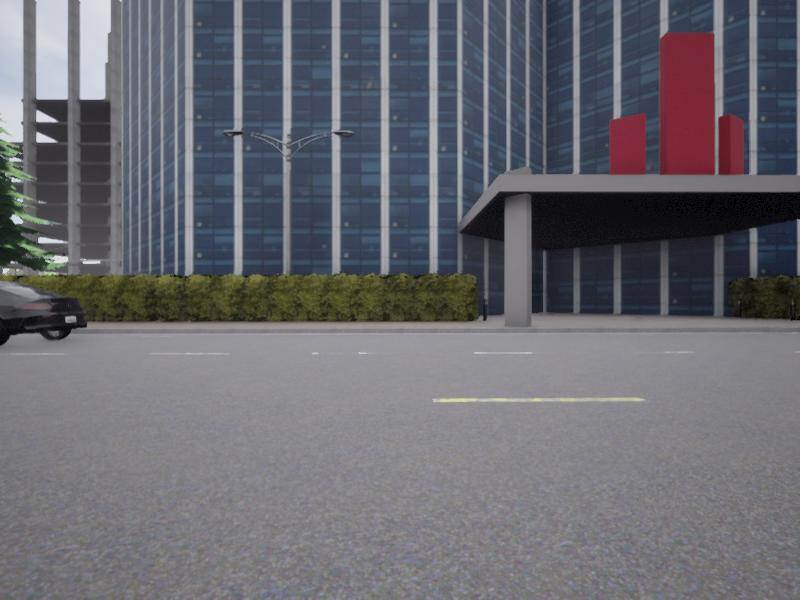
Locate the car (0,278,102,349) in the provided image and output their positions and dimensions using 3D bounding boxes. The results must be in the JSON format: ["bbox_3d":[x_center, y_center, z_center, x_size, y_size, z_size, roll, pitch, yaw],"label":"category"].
[{"bbox_3d":[-9.786,0.281,9.076,4.674,1.442,1.812,0,0,-1],"label":"car"}]
